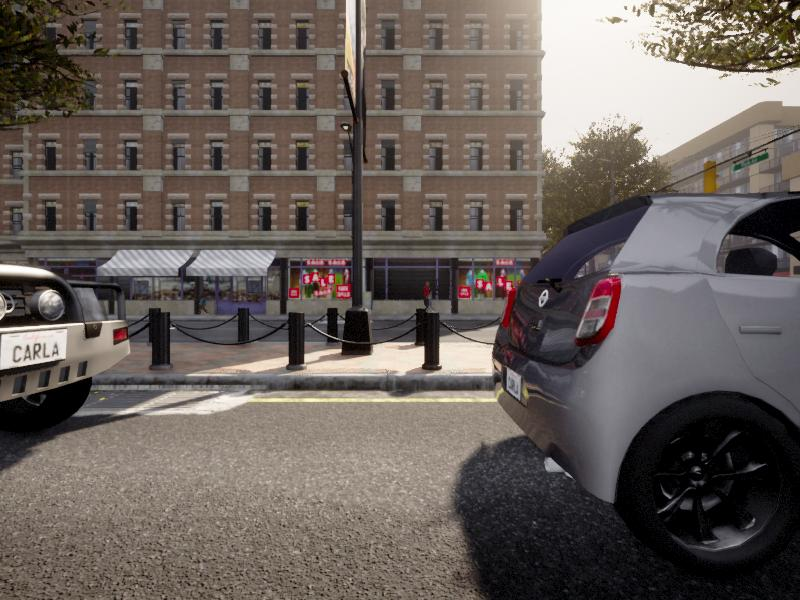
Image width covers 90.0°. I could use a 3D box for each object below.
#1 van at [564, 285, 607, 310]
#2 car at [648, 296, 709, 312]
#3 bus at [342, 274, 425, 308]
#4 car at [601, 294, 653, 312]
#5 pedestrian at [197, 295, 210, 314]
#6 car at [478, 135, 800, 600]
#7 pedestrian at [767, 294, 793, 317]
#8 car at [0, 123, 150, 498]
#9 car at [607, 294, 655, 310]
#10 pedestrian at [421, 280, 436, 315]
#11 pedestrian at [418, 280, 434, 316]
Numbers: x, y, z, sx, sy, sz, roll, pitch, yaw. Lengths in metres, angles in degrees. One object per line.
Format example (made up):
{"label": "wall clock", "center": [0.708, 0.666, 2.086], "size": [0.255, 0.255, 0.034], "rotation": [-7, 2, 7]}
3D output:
{"label": "van", "center": [20.136, -0.280, 43.771], "size": [1.988, 2.561, 5.915], "rotation": [0, 0, 0]}
{"label": "car", "center": [23.693, 0.341, 34.300], "size": [1.895, 1.301, 4.718], "rotation": [0, 0, 0]}
{"label": "bus", "center": [-2.059, -1.133, 51.914], "size": [10.273, 4.253, 3.944], "rotation": [0, 0, 0]}
{"label": "car", "center": [20.184, 0.242, 35.853], "size": [1.837, 1.490, 4.892], "rotation": [0, 0, 0]}
{"label": "pedestrian", "center": [-11.277, 0.267, 22.984], "size": [0.500, 1.100, 0.500], "rotation": [0, 0, -3]}
{"label": "car", "center": [2.425, 0.226, 2.192], "size": [3.633, 1.501, 1.845], "rotation": [0, 0, 0]}
{"label": "pedestrian", "center": [21.392, 0.314, 22.512], "size": [0.751, 1.300, 0.751], "rotation": [0, 0, 3]}
{"label": "car", "center": [-4.281, 0.053, 2.201], "size": [4.605, 1.855, 1.932], "rotation": [0, 0, 0]}
{"label": "car", "center": [23.652, 0.198, 41.198], "size": [1.801, 1.575, 5.366], "rotation": [0, 0, 0]}
{"label": "pedestrian", "center": [1.551, -0.115, 21.778], "size": [0.751, 1.860, 0.751], "rotation": [0, 0, 11]}
{"label": "pedestrian", "center": [1.356, -0.115, 20.981], "size": [0.751, 1.860, 0.751], "rotation": [0, 0, 10]}
